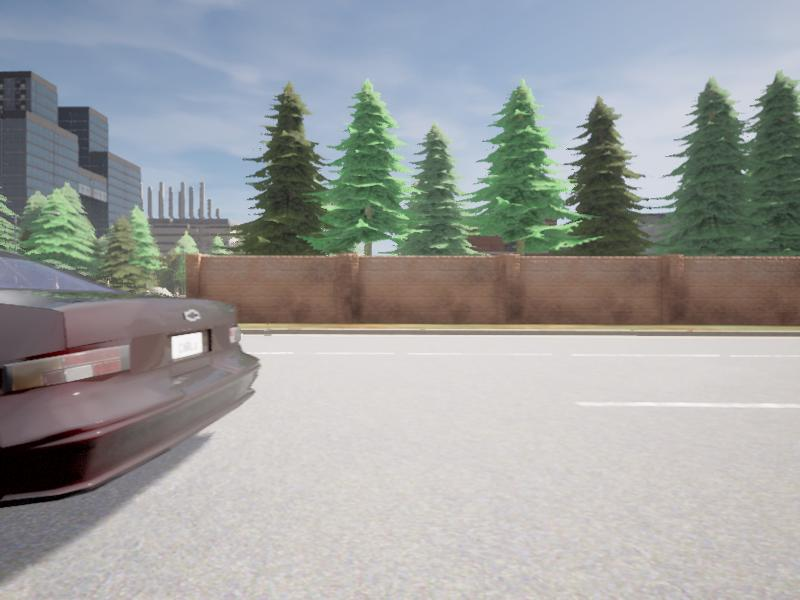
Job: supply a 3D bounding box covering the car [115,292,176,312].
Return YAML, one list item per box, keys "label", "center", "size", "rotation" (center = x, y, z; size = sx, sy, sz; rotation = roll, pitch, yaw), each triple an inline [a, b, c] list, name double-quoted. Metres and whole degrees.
- label: "car"
  center: [-20.309, 0.165, 32.218]
  size: [2.007, 1.525, 4.514]
  rotation: [0, 0, 1]

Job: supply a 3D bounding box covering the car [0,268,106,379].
- label: "car"
  center: [-7.070, 0.285, 5.784]
  size: [4.181, 1.385, 1.994]
  rotation: [0, 0, 1]

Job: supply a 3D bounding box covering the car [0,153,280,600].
- label: "car"
  center: [-3.650, 0.283, 2.205]
  size: [5.357, 1.411, 2.033]
  rotation: [0, 0, 1]

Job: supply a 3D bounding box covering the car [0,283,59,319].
- label: "car"
  center: [-20.522, 0.031, 20.571]
  size: [2.097, 1.767, 4.553]
  rotation: [0, 0, 1]
